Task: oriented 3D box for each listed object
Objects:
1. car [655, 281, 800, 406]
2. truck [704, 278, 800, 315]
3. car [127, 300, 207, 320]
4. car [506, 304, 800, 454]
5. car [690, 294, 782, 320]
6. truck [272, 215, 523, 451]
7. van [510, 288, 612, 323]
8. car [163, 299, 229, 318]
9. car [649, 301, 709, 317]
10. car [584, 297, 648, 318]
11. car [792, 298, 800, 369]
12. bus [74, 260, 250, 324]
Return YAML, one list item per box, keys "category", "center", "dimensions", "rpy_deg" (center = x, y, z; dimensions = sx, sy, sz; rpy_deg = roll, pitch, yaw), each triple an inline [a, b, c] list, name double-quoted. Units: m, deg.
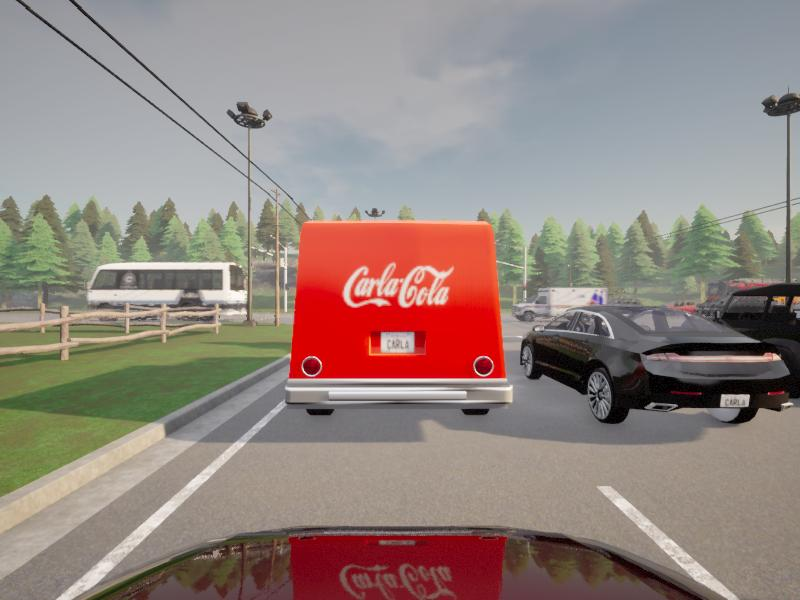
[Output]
- category: "car"
  center: [6.960, 0.646, 7.491]
  dimensions: [1.905, 1.878, 3.866]
  rpy_deg: [0, 0, 0]
- category: "truck"
  center: [37.815, -0.322, 42.738]
  dimensions: [8.468, 3.827, 2.891]
  rpy_deg: [0, 0, 0]
- category: "car"
  center: [-18.741, 0.801, 32.301]
  dimensions: [5.366, 1.575, 1.801]
  rpy_deg: [0, 0, 0]
- category: "car"
  center: [3.464, 0.836, 6.582]
  dimensions: [2.128, 1.511, 4.902]
  rpy_deg: [0, 0, 0]
- category: "car"
  center: [26.964, 0.569, 32.244]
  dimensions: [5.566, 2.045, 2.150]
  rpy_deg: [0, 0, 0]
- category: "truck"
  center: [-0.037, 0.354, 6.792]
  dimensions: [2.627, 2.467, 5.204]
  rpy_deg: [0, 0, 0]
- category: "van"
  center: [11.406, 0.378, 28.766]
  dimensions: [6.366, 2.431, 2.351]
  rpy_deg: [0, 0, 0]
- category: "car"
  center: [-18.156, 0.777, 35.803]
  dimensions: [4.856, 1.649, 2.033]
  rpy_deg: [0, 0, 0]
- category: "car"
  center: [27.315, 0.828, 39.246]
  dimensions: [4.514, 1.525, 2.007]
  rpy_deg: [0, 0, 0]
- category: "car"
  center: [19.243, 0.653, 35.756]
  dimensions: [4.605, 1.855, 1.932]
  rpy_deg: [0, 0, 0]
- category: "car"
  center: [10.472, 0.781, 7.069]
  dimensions: [2.152, 1.651, 5.027]
  rpy_deg: [0, 0, 0]
- category: "bus"
  center: [-16.642, -0.534, 28.679]
  dimensions: [10.273, 4.253, 3.944]
  rpy_deg: [0, 0, 0]
